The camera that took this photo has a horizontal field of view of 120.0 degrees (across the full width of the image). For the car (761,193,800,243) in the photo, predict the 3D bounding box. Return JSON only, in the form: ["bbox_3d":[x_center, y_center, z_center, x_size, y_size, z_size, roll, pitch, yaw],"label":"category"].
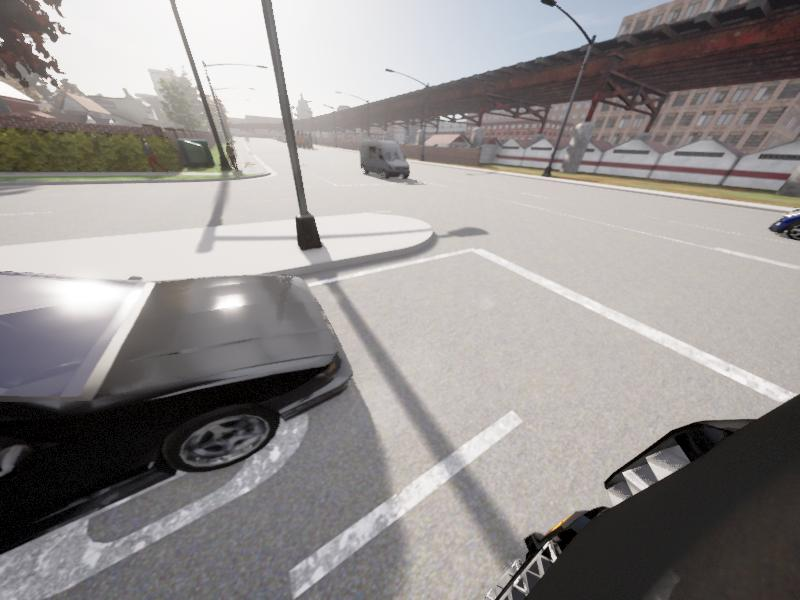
[{"bbox_3d":[15.291,-2.321,7.286,1.970,1.475,3.806,-16,38,-26],"label":"car"}]

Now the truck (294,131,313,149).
[{"bbox_3d":[-27.862,-46.287,66.634,2.891,3.827,8.468,-16,39,-26],"label":"truck"}]

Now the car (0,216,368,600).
[{"bbox_3d":[-3.105,0.710,1.380,5.357,1.411,2.033,-16,38,-26],"label":"car"}]

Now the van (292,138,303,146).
[{"bbox_3d":[-32.876,-50.597,73.967,2.069,2.038,4.480,-16,39,-26],"label":"van"}]

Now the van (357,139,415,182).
[{"bbox_3d":[-1.325,-11.398,18.713,1.988,2.561,5.915,-16,38,-26],"label":"van"}]

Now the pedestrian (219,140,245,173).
[{"bbox_3d":[-11.578,-9.900,15.961,0.751,1.860,0.751,-4,34,-10],"label":"pedestrian"}]

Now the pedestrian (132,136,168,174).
[{"bbox_3d":[-14.824,-8.610,13.768,0.751,1.860,0.751,-18,39,-29],"label":"pedestrian"}]
